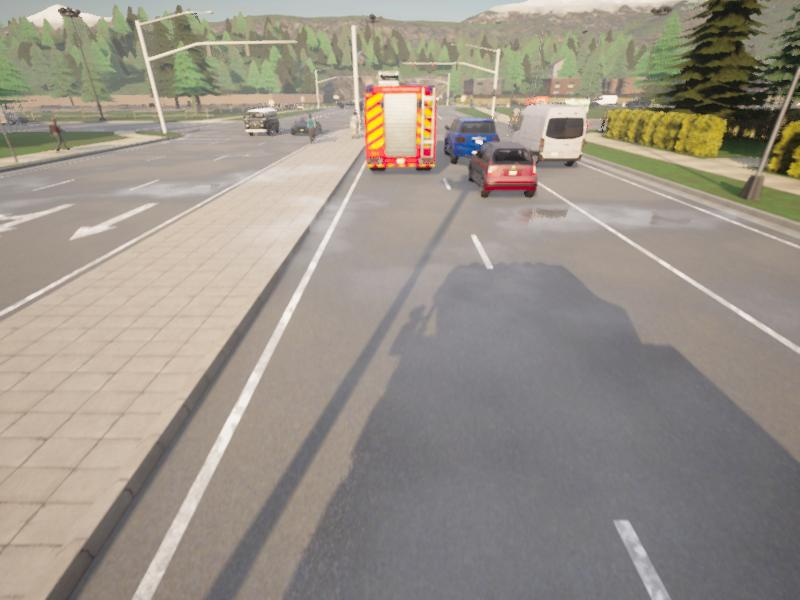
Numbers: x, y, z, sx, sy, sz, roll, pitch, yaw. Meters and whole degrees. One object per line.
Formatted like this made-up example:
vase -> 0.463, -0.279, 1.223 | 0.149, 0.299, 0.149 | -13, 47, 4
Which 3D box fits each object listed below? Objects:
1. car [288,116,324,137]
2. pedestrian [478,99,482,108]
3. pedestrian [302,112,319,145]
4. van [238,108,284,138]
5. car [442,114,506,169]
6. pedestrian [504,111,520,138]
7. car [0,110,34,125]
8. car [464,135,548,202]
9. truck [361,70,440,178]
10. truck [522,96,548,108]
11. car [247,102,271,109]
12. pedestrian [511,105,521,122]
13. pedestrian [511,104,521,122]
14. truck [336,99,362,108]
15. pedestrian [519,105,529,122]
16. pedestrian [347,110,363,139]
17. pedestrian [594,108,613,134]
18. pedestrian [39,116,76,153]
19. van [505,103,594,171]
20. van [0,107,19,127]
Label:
car -> -7.893, -14.766, 33.917 | 1.994, 1.385, 4.181 | 0, 27, 1
pedestrian -> 18.773, -46.266, 94.330 | 0.751, 1.860, 0.751 | 5, 28, 11
pedestrian -> -5.652, -10.904, 25.461 | 0.751, 1.860, 0.751 | -1, 27, -1
van -> -11.399, -14.818, 33.320 | 2.069, 2.038, 4.480 | 0, 27, 1
car -> 3.520, -8.201, 20.295 | 2.150, 2.045, 5.566 | 0, 27, 0
pedestrian -> 8.524, -13.425, 30.556 | 0.751, 1.860, 0.751 | -1, 27, -2
car -> -47.725, -22.037, 48.208 | 4.974, 1.542, 2.038 | 0, 27, 1
car -> 3.494, -4.744, 14.052 | 1.851, 1.617, 3.988 | 0, 27, 0
truck -> 0.022, -8.622, 19.206 | 2.891, 3.827, 8.468 | 0, 27, 0
truck -> 33.346, -48.909, 98.711 | 5.204, 2.467, 2.627 | 0, 27, 0
car -> -33.944, -46.832, 96.299 | 4.974, 1.542, 2.038 | 0, 27, 0
pedestrian -> 13.686, -21.991, 47.168 | 0.751, 1.860, 0.751 | 0, 27, 1
pedestrian -> 13.879, -22.361, 47.888 | 0.751, 1.860, 0.751 | 2, 27, 5
truck -> -12.906, -50.287, 102.251 | 6.274, 2.098, 2.390 | 0, 27, 0
pedestrian -> 14.492, -21.830, 46.846 | 0.751, 1.860, 0.751 | 1, 27, 3
pedestrian -> -3.222, -12.610, 28.754 | 0.751, 1.860, 0.751 | 21, 34, 35
pedestrian -> 15.925, -14.021, 31.310 | 0.751, 1.860, 0.751 | 0, 27, 0
pedestrian -> -19.220, -9.327, 22.500 | 0.751, 1.860, 0.751 | 4, 28, 9
van -> 7.026, -8.193, 19.706 | 1.988, 2.561, 5.915 | 0, 27, 0
van -> -46.213, -20.613, 44.990 | 4.442, 1.987, 1.775 | 0, 27, 1
